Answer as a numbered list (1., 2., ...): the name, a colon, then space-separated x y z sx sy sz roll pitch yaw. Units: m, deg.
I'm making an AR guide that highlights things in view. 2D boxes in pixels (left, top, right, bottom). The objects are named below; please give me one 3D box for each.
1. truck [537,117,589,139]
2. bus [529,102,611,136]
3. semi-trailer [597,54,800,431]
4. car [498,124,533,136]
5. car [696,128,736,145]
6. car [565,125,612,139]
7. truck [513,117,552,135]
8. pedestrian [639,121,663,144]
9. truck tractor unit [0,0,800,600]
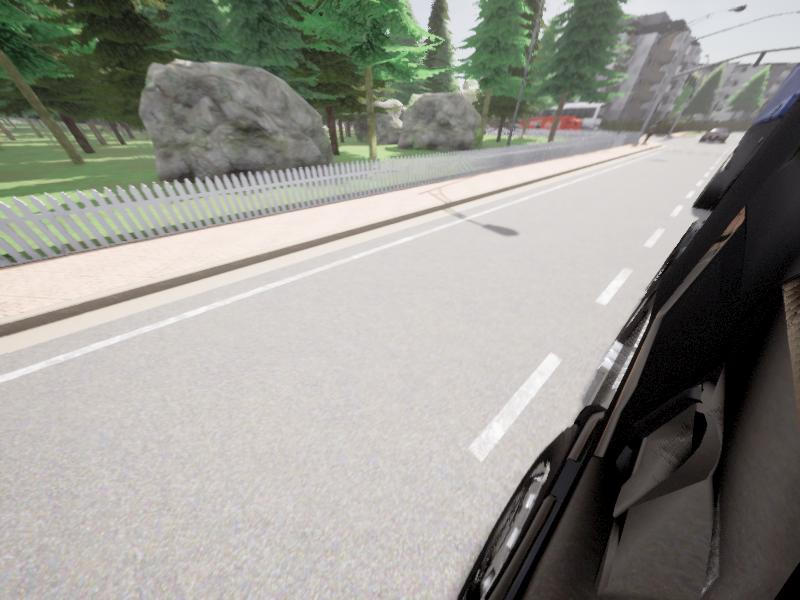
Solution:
1. truck: 24.026 -25.661 34.327 2.627 2.467 5.204 -26 45 -29
2. bus: 29.728 -32.217 41.293 3.944 4.253 10.273 -26 45 -29
3. semi-trailer: 8.765 -3.478 4.297 14.254 4.402 2.717 -27 45 -31
4. car: 19.463 -28.829 39.176 1.837 1.490 4.892 -26 45 -29
5. car: 36.220 -18.812 26.460 4.181 1.385 1.994 -26 45 -29
6. car: 28.295 -25.427 34.814 2.128 1.511 4.902 -26 45 -29
7. truck: 24.393 -32.316 42.860 2.627 2.467 5.204 -26 45 -29
8. pedestrian: 24.927 -16.648 22.987 0.751 1.860 0.751 -27 45 -30
9. truck tractor unit: 2.645 -0.295 0.351 6.516 4.208 3.053 -28 43 -30
